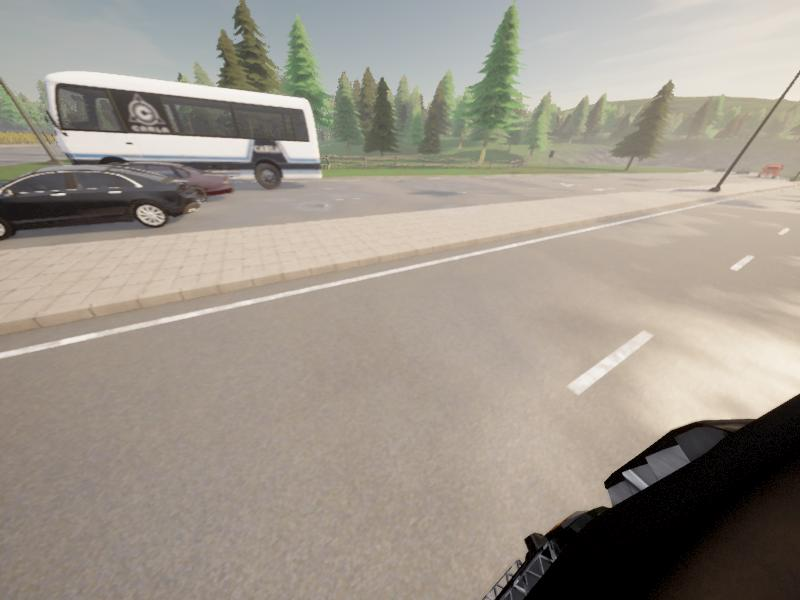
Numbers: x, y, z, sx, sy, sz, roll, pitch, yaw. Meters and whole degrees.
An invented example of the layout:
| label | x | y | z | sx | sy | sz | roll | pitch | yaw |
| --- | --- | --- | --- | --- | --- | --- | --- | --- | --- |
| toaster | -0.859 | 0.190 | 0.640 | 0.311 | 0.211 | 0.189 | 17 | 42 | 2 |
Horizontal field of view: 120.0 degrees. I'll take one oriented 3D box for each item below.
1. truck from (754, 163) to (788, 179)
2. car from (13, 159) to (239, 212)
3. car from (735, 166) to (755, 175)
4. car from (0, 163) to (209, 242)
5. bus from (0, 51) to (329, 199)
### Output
| label | x | y | z | sx | sy | sz | roll | pitch | yaw |
| --- | --- | --- | --- | --- | --- | --- | --- | --- | --- |
| truck | 75.738 | -26.345 | 47.165 | 5.204 | 2.467 | 2.627 | -19 | 39 | -29 |
| car | -9.741 | -4.652 | 9.149 | 5.357 | 1.411 | 2.033 | -16 | 37 | -26 |
| car | 85.285 | -32.029 | 57.116 | 4.553 | 1.767 | 2.097 | -22 | 40 | -32 |
| car | -8.606 | -2.803 | 6.317 | 4.892 | 1.490 | 1.837 | -16 | 37 | -25 |
| bus | -9.547 | -8.015 | 11.682 | 10.273 | 4.253 | 3.944 | -16 | 37 | -26 |
